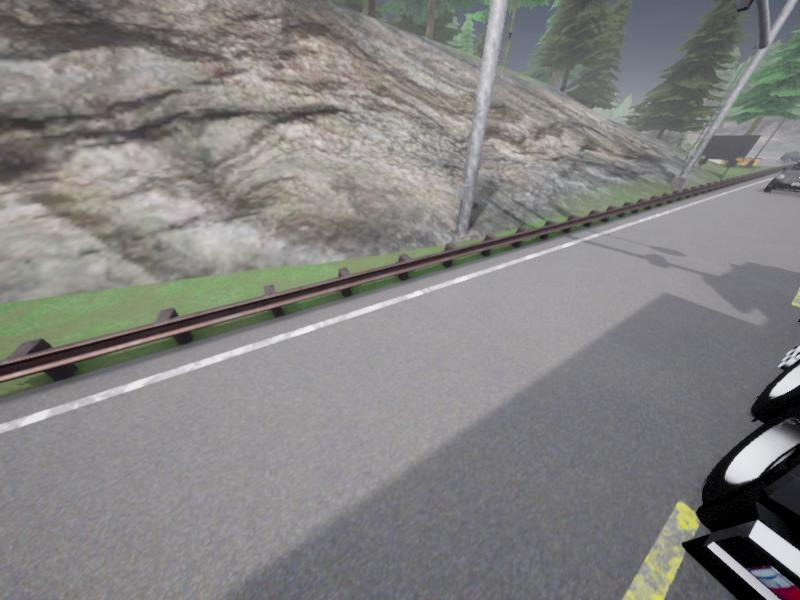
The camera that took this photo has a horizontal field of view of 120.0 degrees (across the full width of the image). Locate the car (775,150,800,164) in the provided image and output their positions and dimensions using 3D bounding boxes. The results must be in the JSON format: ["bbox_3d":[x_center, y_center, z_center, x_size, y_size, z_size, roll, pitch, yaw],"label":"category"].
[{"bbox_3d":[54.746,-19.050,30.826,2.007,1.525,4.514,-18,39,-25],"label":"car"}]

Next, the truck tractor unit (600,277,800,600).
[{"bbox_3d":[5.129,-0.283,0.745,6.516,4.208,3.053,-18,39,-23],"label":"truck tractor unit"}]

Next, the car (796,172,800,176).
[{"bbox_3d":[34.785,-10.824,18.541,4.792,1.488,2.163,-18,39,-24],"label":"car"}]

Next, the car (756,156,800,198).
[{"bbox_3d":[21.188,-6.437,12.014,3.988,1.617,1.851,-18,39,-24],"label":"car"}]
